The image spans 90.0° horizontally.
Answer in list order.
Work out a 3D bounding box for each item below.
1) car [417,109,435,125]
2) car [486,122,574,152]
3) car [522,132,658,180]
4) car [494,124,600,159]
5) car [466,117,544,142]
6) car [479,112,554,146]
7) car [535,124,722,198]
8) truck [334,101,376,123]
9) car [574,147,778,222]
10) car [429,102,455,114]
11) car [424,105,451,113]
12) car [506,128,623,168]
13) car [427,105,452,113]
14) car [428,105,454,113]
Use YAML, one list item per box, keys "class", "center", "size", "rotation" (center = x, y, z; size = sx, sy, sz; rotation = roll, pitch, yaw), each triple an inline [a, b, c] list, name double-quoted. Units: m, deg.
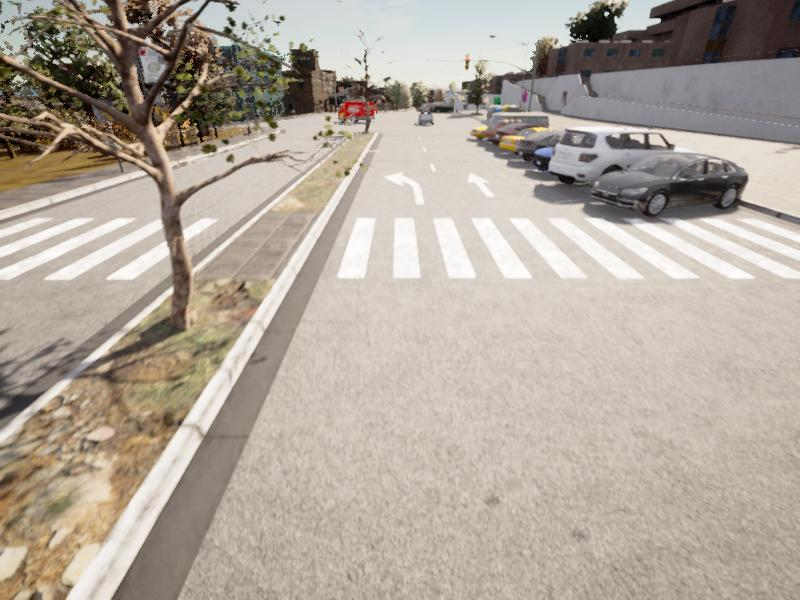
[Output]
- class: "car"
  center: [3.069, -21.802, 47.660]
  size: [1.845, 1.501, 3.633]
  rotation: [0, 28, 0]
- class: "car"
  center: [8.139, -10.334, 25.249]
  size: [4.792, 1.488, 2.163]
  rotation: [-9, 28, -18]
- class: "car"
  center: [8.108, -6.293, 17.249]
  size: [5.008, 1.535, 2.097]
  rotation: [-9, 29, -18]
- class: "car"
  center: [8.283, -9.033, 22.624]
  size: [5.366, 1.575, 1.946]
  rotation: [-9, 28, -18]
- class: "car"
  center: [7.948, -13.033, 30.480]
  size: [5.366, 1.575, 1.946]
  rotation: [-9, 29, -18]
- class: "car"
  center: [8.011, -11.890, 27.742]
  size: [4.442, 1.987, 1.878]
  rotation: [-9, 29, -18]
- class: "car"
  center: [8.128, -5.168, 14.494]
  size: [5.566, 2.045, 2.435]
  rotation: [-9, 28, -18]
- class: "truck"
  center: [-5.782, -24.232, 51.554]
  size: [2.627, 2.467, 5.204]
  rotation: [-23, 34, -38]
- class: "car"
  center: [8.105, -3.576, 11.938]
  size: [4.892, 1.521, 2.231]
  rotation: [-9, 29, -18]
- class: "car"
  center: [8.080, -36.996, 76.978]
  size: [4.442, 1.987, 1.878]
  rotation: [-8, 27, -18]
- class: "car"
  center: [8.023, -40.648, 85.111]
  size: [5.366, 1.575, 1.946]
  rotation: [-8, 27, -18]
- class: "car"
  center: [8.099, -7.648, 19.909]
  size: [4.892, 1.521, 2.231]
  rotation: [-9, 28, -18]
- class: "car"
  center: [8.195, -39.348, 82.503]
  size: [4.674, 1.452, 2.002]
  rotation: [-8, 27, -18]
- class: "car"
  center: [8.184, -38.062, 79.821]
  size: [4.674, 1.452, 2.002]
  rotation: [-8, 27, -18]
